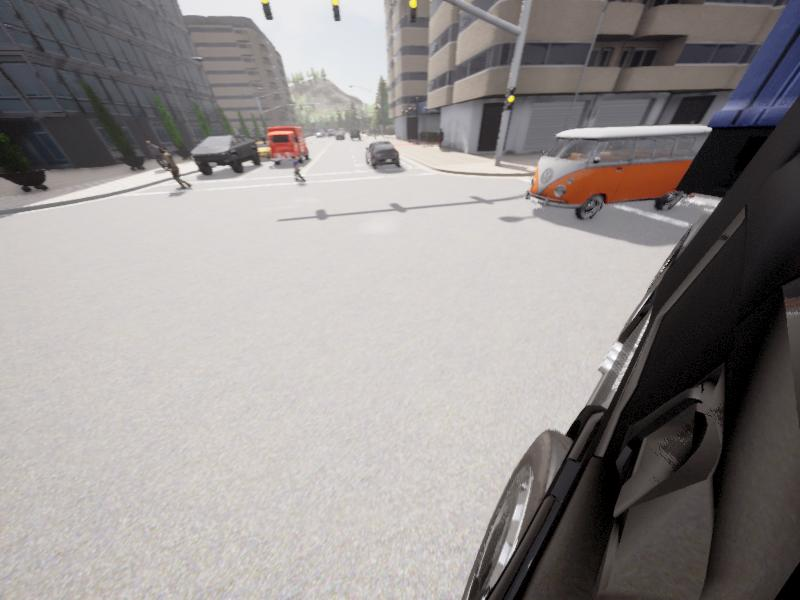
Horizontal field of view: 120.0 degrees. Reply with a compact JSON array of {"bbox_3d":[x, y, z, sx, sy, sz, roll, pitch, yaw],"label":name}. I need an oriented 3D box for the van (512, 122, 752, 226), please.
[{"bbox_3d":[5.864,-3.532,6.350,4.442,1.987,1.775,-8,37,-8],"label":"van"}]

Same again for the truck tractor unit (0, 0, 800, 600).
[{"bbox_3d":[2.645,-0.295,0.352,6.516,4.208,3.053,-28,44,-30],"label":"truck tractor unit"}]

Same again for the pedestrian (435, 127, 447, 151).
[{"bbox_3d":[3.829,-15.151,21.743,0.751,1.860,0.751,-5,37,-4],"label":"pedestrian"}]

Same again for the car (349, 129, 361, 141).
[{"bbox_3d":[-10.185,-37.357,52.224,2.150,2.045,5.566,-8,37,-8],"label":"car"}]

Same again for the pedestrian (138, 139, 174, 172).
[{"bbox_3d":[-16.950,-10.038,16.111,0.751,1.860,0.751,-9,37,-9],"label":"pedestrian"}]

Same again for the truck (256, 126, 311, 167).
[{"bbox_3d":[-9.382,-12.926,19.314,2.627,2.467,5.204,-8,37,-8],"label":"truck"}]

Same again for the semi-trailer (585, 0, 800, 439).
[{"bbox_3d":[9.730,-2.559,2.799,14.254,4.402,2.717,-14,38,-15],"label":"semi-trailer"}]

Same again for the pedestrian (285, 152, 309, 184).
[{"bbox_3d":[-5.208,-6.678,11.694,0.751,1.300,0.751,-17,39,-18],"label":"pedestrian"}]

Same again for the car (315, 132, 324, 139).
[{"bbox_3d":[-26.414,-53.885,75.634,2.163,1.488,4.792,-8,37,-8],"label":"car"}]

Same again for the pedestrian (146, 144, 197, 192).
[{"bbox_3d":[-10.824,-6.294,11.033,0.751,1.860,0.751,-11,38,-11],"label":"pedestrian"}]

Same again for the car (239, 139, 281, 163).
[{"bbox_3d":[-13.691,-14.943,22.984,1.801,1.575,5.366,-8,37,-7],"label":"car"}]

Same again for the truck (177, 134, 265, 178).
[{"bbox_3d":[-12.264,-10.564,16.642,2.390,2.098,6.274,-8,37,-7],"label":"truck"}]

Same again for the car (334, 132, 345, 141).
[{"bbox_3d":[-14.504,-39.436,55.604,2.038,1.542,4.974,-8,37,-8],"label":"car"}]

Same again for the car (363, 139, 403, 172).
[{"bbox_3d":[-1.262,-9.970,15.774,1.812,1.442,4.674,-10,38,-10],"label":"car"}]
